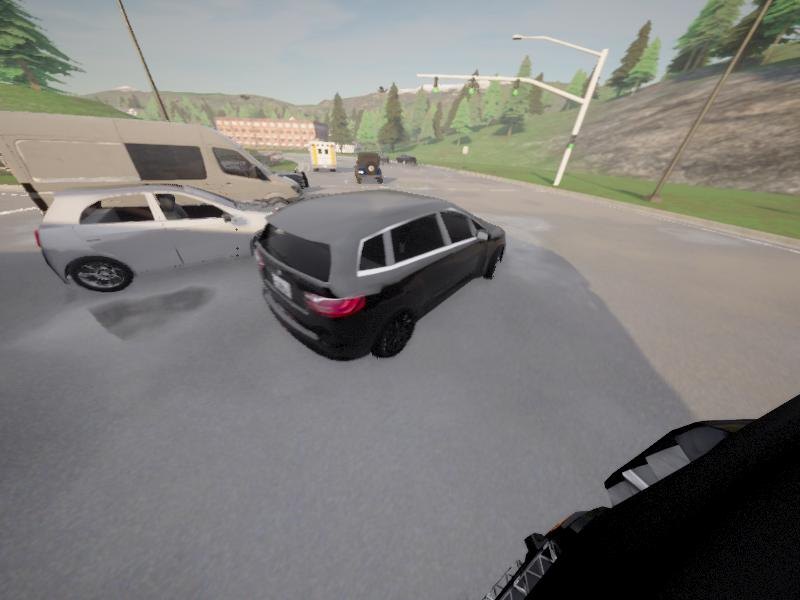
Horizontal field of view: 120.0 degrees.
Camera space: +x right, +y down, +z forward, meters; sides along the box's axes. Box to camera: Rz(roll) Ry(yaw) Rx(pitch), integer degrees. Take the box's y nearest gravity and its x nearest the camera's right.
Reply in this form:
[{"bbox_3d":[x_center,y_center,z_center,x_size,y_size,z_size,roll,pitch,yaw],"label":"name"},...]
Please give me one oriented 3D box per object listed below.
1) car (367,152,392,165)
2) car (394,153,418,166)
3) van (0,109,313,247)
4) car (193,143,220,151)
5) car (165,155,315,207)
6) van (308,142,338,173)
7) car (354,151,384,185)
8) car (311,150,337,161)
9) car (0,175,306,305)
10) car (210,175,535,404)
[{"bbox_3d":[-3.446,-23.420,38.135,2.128,1.511,4.902,-15,37,-25],"label":"car"},{"bbox_3d":[0.893,-22.900,37.637,1.837,1.490,4.892,-13,36,-24],"label":"car"},{"bbox_3d":[-6.096,-3.631,6.837,5.915,2.561,1.988,-19,39,-29],"label":"van"},{"bbox_3d":[-48.989,-38.716,58.533,4.892,1.490,1.837,4,33,3],"label":"car"},{"bbox_3d":[-7.007,-5.778,10.873,1.930,1.638,5.238,28,41,32],"label":"car"},{"bbox_3d":[-8.033,-15.036,24.212,2.351,2.431,6.366,-7,34,-15],"label":"van"},{"bbox_3d":[-2.438,-10.073,17.494,1.905,1.878,3.866,-4,34,-10],"label":"car"},{"bbox_3d":[-13.291,-25.089,40.151,2.033,1.411,5.357,-25,42,-35],"label":"car"},{"bbox_3d":[-4.179,-1.522,4.665,3.633,1.501,1.845,-21,40,-31],"label":"car"},{"bbox_3d":[0.151,-0.968,3.975,2.242,1.667,4.611,28,41,33],"label":"car"}]
